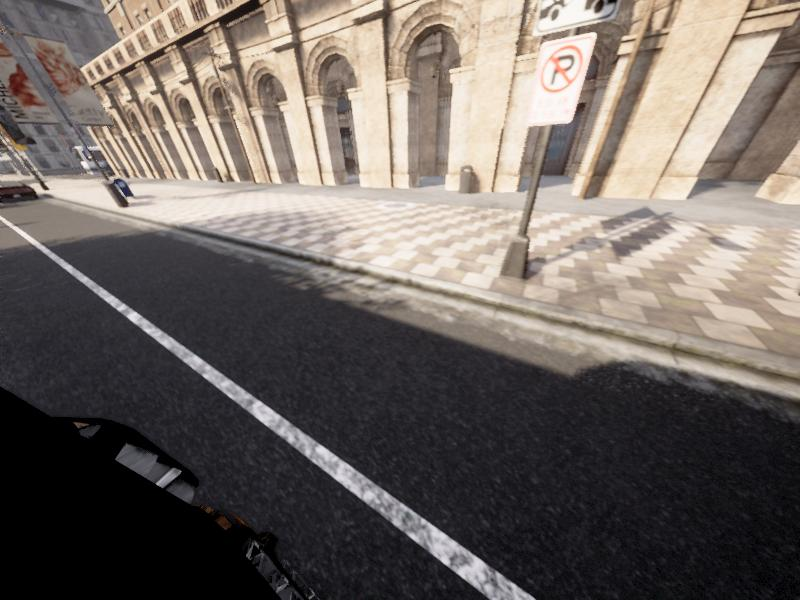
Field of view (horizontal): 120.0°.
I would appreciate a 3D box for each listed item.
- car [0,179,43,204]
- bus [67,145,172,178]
[{"bbox_3d":[-29.416,-8.252,17.375,4.718,1.301,1.895,16,38,26],"label":"car"},{"bbox_3d":[-48.285,-24.439,40.520,3.944,4.253,10.273,16,38,26],"label":"bus"}]
